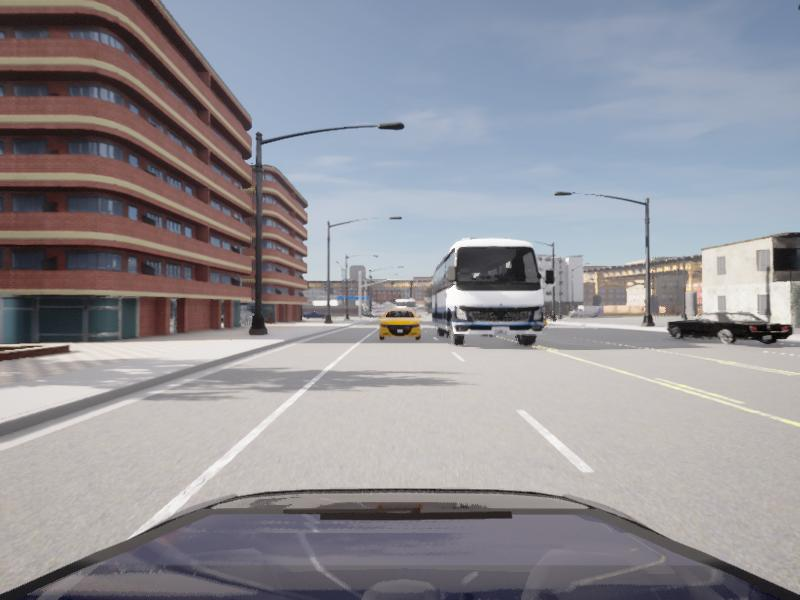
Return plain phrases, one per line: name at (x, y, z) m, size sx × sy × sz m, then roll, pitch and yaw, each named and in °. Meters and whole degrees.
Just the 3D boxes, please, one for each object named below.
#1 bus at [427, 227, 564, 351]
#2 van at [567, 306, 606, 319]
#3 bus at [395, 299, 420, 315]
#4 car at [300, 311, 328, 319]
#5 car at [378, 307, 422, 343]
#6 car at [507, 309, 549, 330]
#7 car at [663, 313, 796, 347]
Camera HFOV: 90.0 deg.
bus at (3.622, -0.229, 18.810) m, size 3.944 × 4.253 × 10.273 m, roll 0°, pitch -2°, yaw 0°
van at (36.119, 2.347, 77.606) m, size 6.366 × 2.431 × 2.351 m, roll 0°, pitch -1°, yaw -1°
bus at (1.874, 1.976, 112.790) m, size 3.944 × 4.253 × 10.273 m, roll 0°, pitch -1°, yaw -17°
car at (-15.626, 2.768, 72.978) m, size 4.674 × 1.442 × 1.812 m, roll 0°, pitch -1°, yaw -2°
car at (0.000, 1.157, 19.850) m, size 1.882 × 1.535 × 5.008 m, roll 0°, pitch -2°, yaw 0°
car at (10.504, 1.578, 33.251) m, size 1.801 × 1.575 × 5.366 m, roll 0°, pitch -2°, yaw 0°
car at (14.000, 1.206, 17.466) m, size 1.895 × 1.301 × 4.718 m, roll 0°, pitch -2°, yaw 0°
